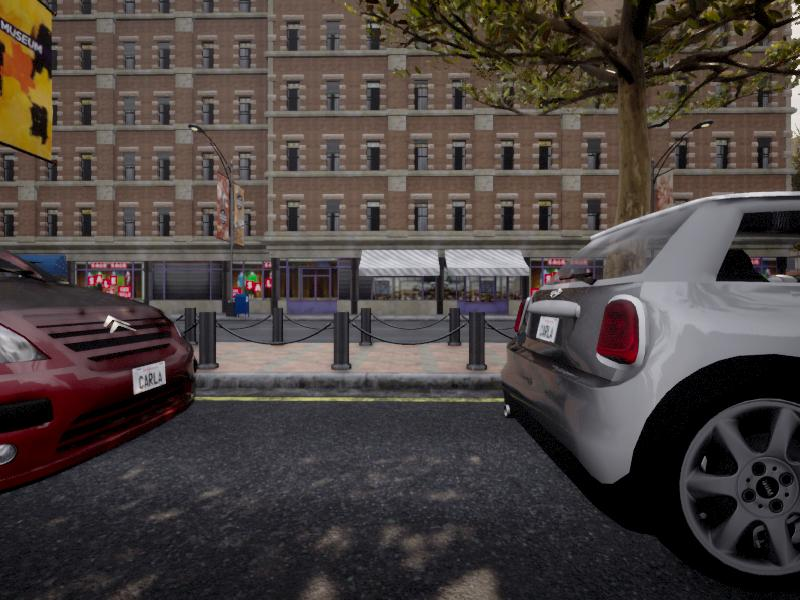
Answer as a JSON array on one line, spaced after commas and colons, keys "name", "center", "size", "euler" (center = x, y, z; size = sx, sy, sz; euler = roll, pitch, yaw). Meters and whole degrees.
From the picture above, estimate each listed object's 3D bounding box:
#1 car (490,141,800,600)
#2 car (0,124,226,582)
[{"name": "car", "center": [2.600, 0.253, 2.173], "size": [3.806, 1.475, 1.970], "euler": [0, 0, 1]}, {"name": "car", "center": [-3.390, 0.188, 2.287], "size": [3.988, 1.617, 1.851], "euler": [0, 0, 1]}]
